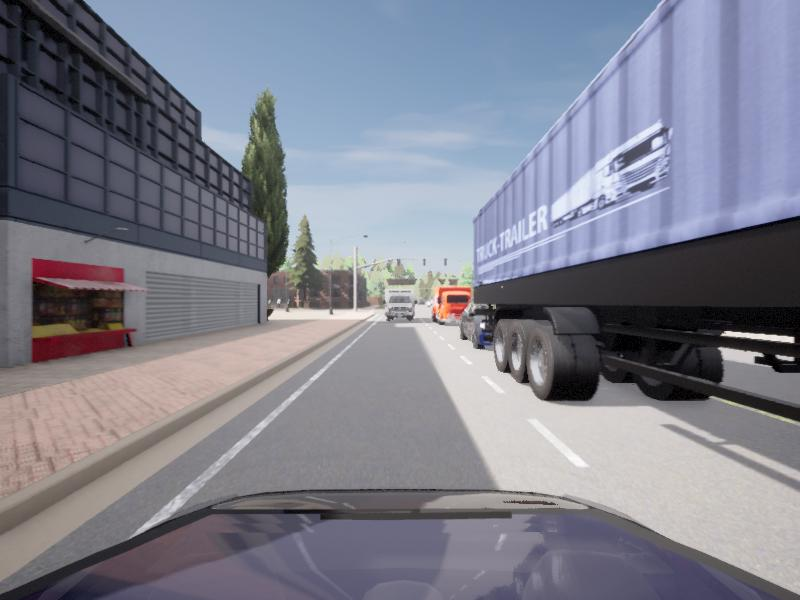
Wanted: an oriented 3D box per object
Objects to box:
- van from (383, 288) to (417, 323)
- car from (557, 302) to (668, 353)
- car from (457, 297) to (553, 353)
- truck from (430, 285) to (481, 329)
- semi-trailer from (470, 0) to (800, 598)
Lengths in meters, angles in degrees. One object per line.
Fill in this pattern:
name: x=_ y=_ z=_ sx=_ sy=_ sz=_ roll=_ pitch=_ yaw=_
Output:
van: x=-0.003 y=0.391 z=31.391 sx=2.351 sy=2.431 sz=6.366 roll=0 pitch=0 yaw=0
car: x=7.001 y=0.833 z=13.656 sx=1.845 sy=1.501 sz=3.633 roll=0 pitch=0 yaw=0
car: x=3.497 y=0.766 z=14.342 sx=2.242 sy=1.667 sz=4.611 roll=0 pitch=0 yaw=0
truck: x=3.497 y=0.322 z=26.328 sx=2.627 sy=2.467 sz=5.204 roll=0 pitch=3 yaw=0
semi-trailer: x=3.493 y=-0.615 z=5.066 sx=2.717 sy=4.402 sz=14.254 roll=0 pitch=0 yaw=0
